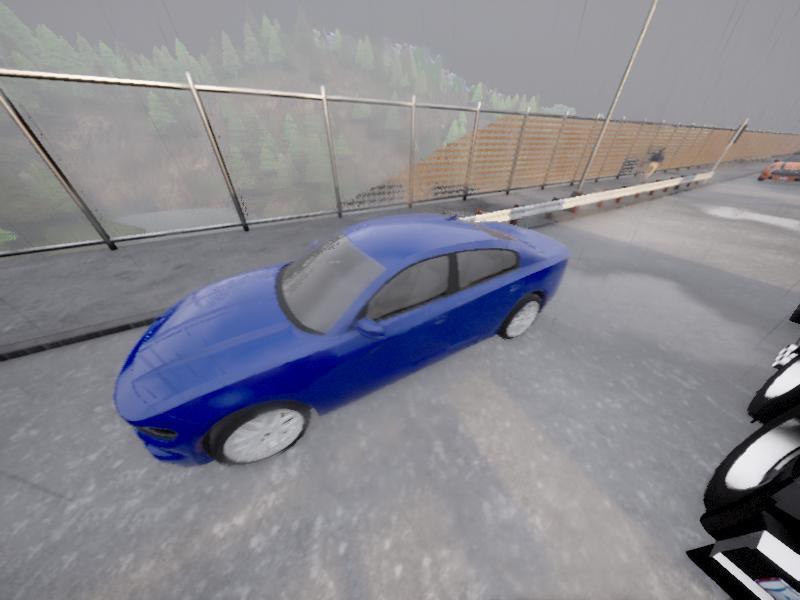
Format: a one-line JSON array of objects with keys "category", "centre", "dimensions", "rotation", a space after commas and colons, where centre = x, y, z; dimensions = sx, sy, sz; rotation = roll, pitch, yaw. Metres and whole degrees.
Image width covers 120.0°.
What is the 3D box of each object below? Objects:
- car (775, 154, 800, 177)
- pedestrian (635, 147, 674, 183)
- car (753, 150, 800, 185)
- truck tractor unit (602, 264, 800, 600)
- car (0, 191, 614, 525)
[{"category": "car", "centre": [33.131, -10.895, 18.727], "dimensions": [4.181, 1.385, 1.994], "rotation": [-18, 39, -25]}, {"category": "pedestrian", "centre": [15.825, -8.445, 14.415], "dimensions": [0.751, 1.860, 0.751], "rotation": [-17, 39, -24]}, {"category": "car", "centre": [26.794, -8.982, 15.555], "dimensions": [4.553, 1.767, 2.097], "rotation": [-18, 39, -24]}, {"category": "truck tractor unit", "centre": [5.106, -0.307, 0.779], "dimensions": [6.516, 4.208, 3.053], "rotation": [-18, 39, -24]}, {"category": "car", "centre": [-0.082, -0.166, 2.896], "dimensions": [5.008, 1.535, 1.882], "rotation": [-17, 38, -23]}]
